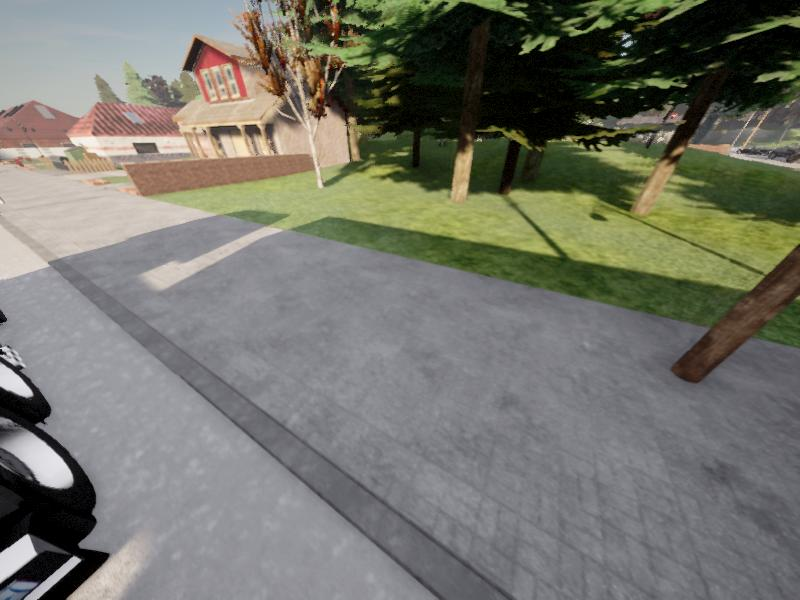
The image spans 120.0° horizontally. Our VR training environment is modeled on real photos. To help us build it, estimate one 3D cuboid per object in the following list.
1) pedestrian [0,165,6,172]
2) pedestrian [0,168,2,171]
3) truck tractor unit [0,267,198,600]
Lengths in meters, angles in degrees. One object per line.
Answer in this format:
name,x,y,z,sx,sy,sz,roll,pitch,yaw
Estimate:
pedestrian,-34.870,-11.862,19.490,0.751,1.860,0.751,18,39,24
pedestrian,-36.682,-12.429,20.323,0.751,1.860,0.751,15,38,20
truck tractor unit,-5.120,-0.291,0.772,6.516,4.208,3.053,18,39,24
